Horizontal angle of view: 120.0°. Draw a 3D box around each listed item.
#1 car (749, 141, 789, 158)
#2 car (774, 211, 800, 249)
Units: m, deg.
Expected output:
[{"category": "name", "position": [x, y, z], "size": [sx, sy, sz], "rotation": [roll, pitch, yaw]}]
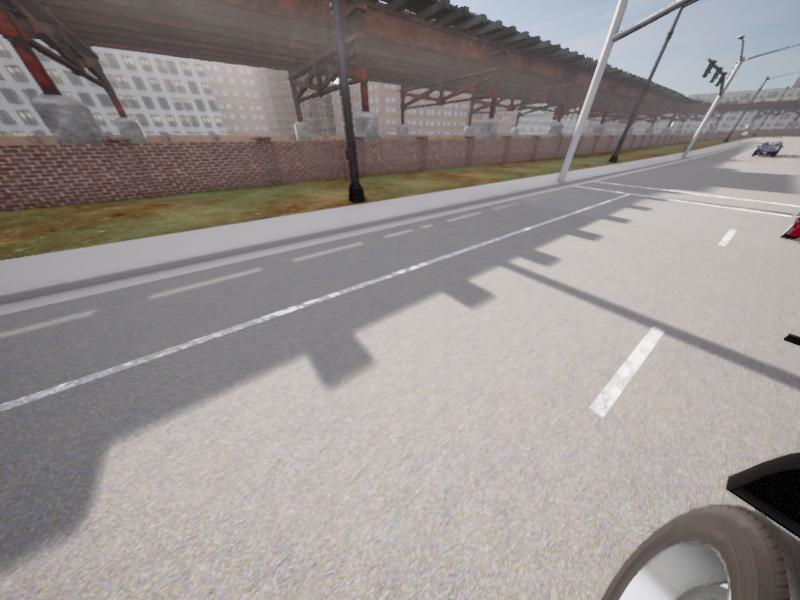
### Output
[{"category": "car", "position": [42.814, -17.549, 26.810], "size": [3.633, 1.501, 1.845], "rotation": [-23, 41, -27]}, {"category": "car", "position": [11.723, -2.139, 5.629], "size": [4.181, 1.385, 1.994], "rotation": [-20, 40, -26]}]
